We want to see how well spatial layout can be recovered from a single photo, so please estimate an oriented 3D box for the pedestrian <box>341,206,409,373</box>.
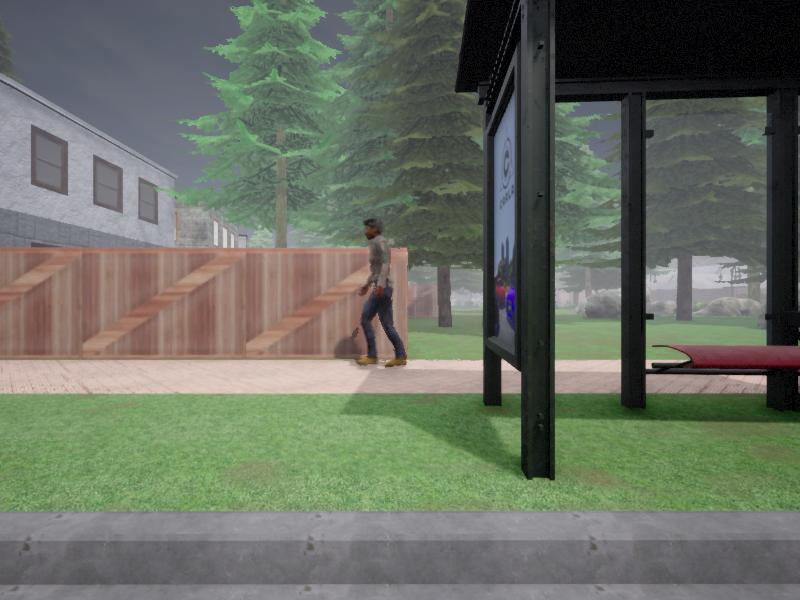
[{"bbox_3d":[-0.273,-0.115,4.839,0.751,1.860,0.751,0,0,1],"label":"pedestrian"}]
